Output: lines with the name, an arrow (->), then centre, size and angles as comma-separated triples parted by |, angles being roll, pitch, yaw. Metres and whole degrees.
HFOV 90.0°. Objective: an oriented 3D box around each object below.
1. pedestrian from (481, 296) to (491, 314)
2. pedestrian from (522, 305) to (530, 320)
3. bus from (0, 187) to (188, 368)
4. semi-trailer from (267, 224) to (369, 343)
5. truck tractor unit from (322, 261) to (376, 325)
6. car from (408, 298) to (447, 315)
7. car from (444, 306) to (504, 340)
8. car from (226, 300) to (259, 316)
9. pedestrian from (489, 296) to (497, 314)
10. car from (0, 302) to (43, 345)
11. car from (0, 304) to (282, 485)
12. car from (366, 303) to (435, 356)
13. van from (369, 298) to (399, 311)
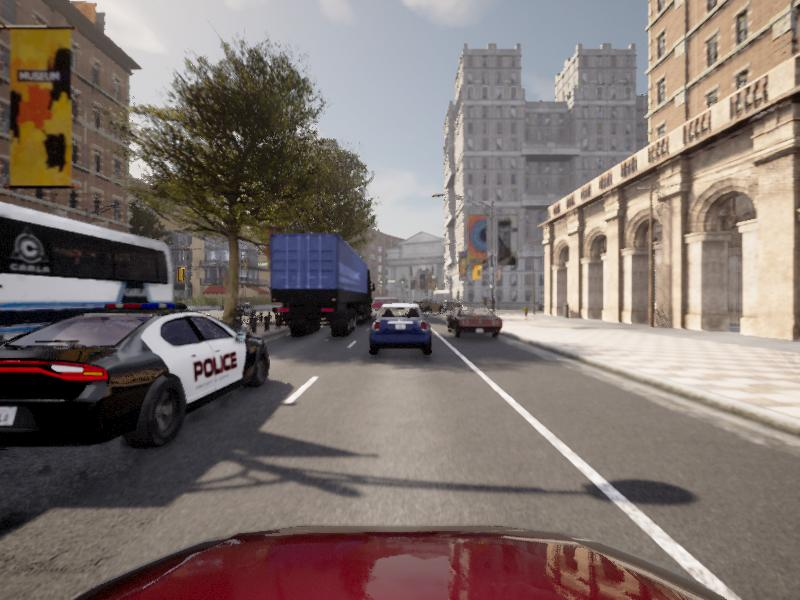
pedestrian -> 9.074, 0.531, 42.377 | 0.751, 1.860, 0.751 | 0, 0, -15
pedestrian -> 9.343, 0.897, 29.679 | 0.500, 1.100, 0.500 | 0, 0, 12
bus -> -11.374, -0.520, 12.599 | 3.944, 4.253, 10.273 | 0, 0, 0
semi-trailer -> -3.587, -0.594, 21.917 | 2.717, 4.402, 14.254 | 0, 0, 0
truck tractor unit -> -3.577, -0.491, 29.828 | 3.053, 4.208, 6.516 | 0, 0, 1
car -> 3.108, 0.701, 44.193 | 1.932, 1.855, 4.605 | -2, -1, 38
car -> 3.257, 0.959, 18.550 | 1.895, 1.301, 4.718 | 0, 0, 0
car -> -16.750, 0.824, 42.411 | 2.033, 1.649, 4.856 | 1, -1, -37
pedestrian -> 9.448, 0.529, 40.858 | 0.751, 1.860, 0.751 | 0, 0, 10
car -> -14.995, 0.841, 13.963 | 1.845, 1.501, 3.633 | 0, 0, 0
car -> -3.498, 0.829, 5.911 | 2.038, 1.542, 4.974 | 0, -1, 0
car -> 0.008, 0.868, 13.315 | 1.970, 1.475, 3.806 | 0, 0, 0
van -> -2.340, 0.663, 58.957 | 4.442, 1.987, 1.775 | 0, 0, 0
